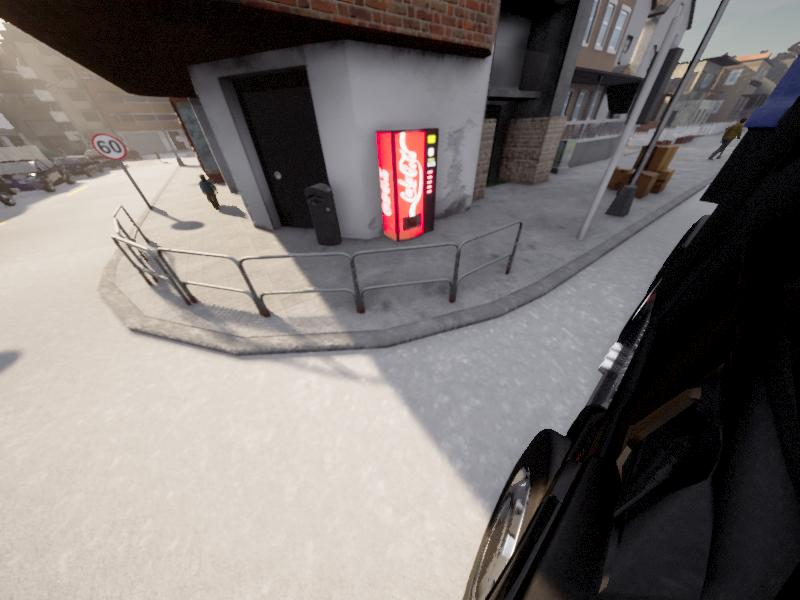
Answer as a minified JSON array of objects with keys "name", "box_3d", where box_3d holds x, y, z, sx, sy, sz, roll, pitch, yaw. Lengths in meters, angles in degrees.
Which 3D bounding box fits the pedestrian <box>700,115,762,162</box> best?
[{"name":"pedestrian","box_3d":[16.588,-8.106,11.658,0.751,1.860,0.751,2,37,6]}]

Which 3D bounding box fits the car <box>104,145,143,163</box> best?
[{"name":"car","box_3d":[-34.812,-18.554,29.235,1.882,1.535,5.008,-23,41,-25]}]

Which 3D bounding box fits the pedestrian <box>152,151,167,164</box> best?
[{"name":"pedestrian","box_3d":[-25.109,-14.907,24.100,0.500,1.100,0.500,11,39,17]}]

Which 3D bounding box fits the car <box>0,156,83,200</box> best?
[{"name":"car","box_3d":[-20.844,-6.989,13.004,2.163,1.488,4.792,-24,42,-26]}]

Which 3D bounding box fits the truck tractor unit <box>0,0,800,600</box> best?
[{"name":"truck tractor unit","box_3d":[2.645,-0.295,0.351,6.516,4.208,3.053,-28,44,-30]}]

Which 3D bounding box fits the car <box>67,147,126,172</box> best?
[{"name":"car","box_3d":[-28.805,-13.587,22.169,2.033,1.649,4.856,-24,42,-26]}]

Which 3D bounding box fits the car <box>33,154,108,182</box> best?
[{"name":"car","box_3d":[-24.840,-10.195,17.679,1.895,1.301,4.718,-24,42,-26]}]

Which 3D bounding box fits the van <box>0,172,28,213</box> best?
[{"name":"van","box_3d":[-17.010,-4.043,8.420,1.775,1.987,4.442,-24,42,-26]}]

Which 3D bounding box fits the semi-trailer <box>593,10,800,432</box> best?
[{"name":"semi-trailer","box_3d":[8.970,-3.405,3.940,14.254,4.402,2.717,-25,42,-27]}]

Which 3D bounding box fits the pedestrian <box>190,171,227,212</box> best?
[{"name":"pedestrian","box_3d":[-6.317,-3.592,7.671,0.500,1.100,0.500,-21,40,-22]}]

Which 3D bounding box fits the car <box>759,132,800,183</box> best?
[{"name":"car","box_3d":[16.350,-5.563,8.930,4.181,1.385,1.994,-24,42,-27]}]

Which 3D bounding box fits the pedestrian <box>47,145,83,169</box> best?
[{"name":"pedestrian","box_3d":[-31.367,-13.401,21.670,0.751,1.860,0.751,-5,37,-3]}]
